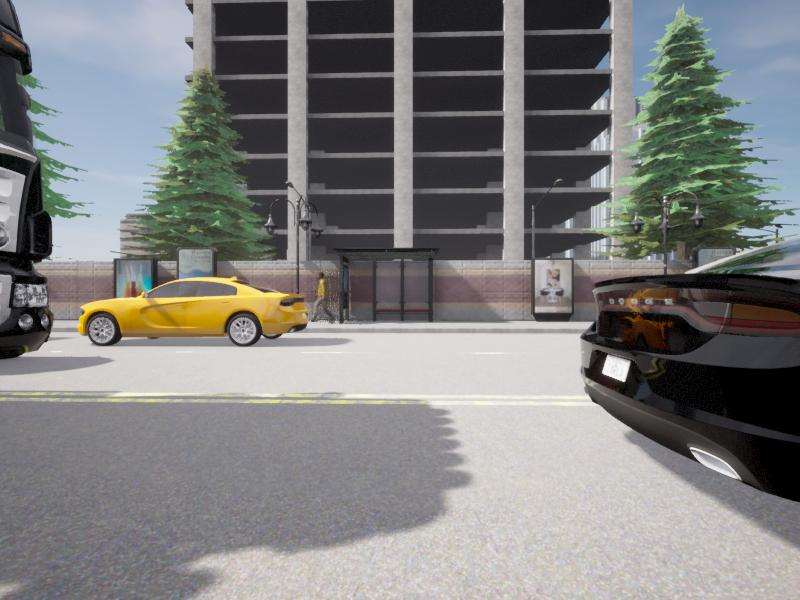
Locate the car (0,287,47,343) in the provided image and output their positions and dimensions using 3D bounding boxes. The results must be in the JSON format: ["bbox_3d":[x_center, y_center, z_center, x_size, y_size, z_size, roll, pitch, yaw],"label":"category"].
[{"bbox_3d":[-11.627,0.344,9.590,4.718,1.301,1.895,0,0,2],"label":"car"}]

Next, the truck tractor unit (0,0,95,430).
[{"bbox_3d":[-6.257,-1.116,2.426,6.516,4.208,3.053,0,0,2],"label":"truck tractor unit"}]

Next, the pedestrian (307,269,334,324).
[{"bbox_3d":[-2.737,-0.115,13.847,0.751,1.860,0.751,0,0,3],"label":"pedestrian"}]

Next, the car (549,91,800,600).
[{"bbox_3d":[3.773,0.171,2.126,5.238,1.638,1.930,0,0,2],"label":"car"}]

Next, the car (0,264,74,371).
[{"bbox_3d":[-8.035,0.245,5.980,4.892,1.490,1.837,0,0,2],"label":"car"}]

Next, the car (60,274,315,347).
[{"bbox_3d":[-4.699,0.223,9.380,5.008,1.535,1.882,0,0,2],"label":"car"}]
